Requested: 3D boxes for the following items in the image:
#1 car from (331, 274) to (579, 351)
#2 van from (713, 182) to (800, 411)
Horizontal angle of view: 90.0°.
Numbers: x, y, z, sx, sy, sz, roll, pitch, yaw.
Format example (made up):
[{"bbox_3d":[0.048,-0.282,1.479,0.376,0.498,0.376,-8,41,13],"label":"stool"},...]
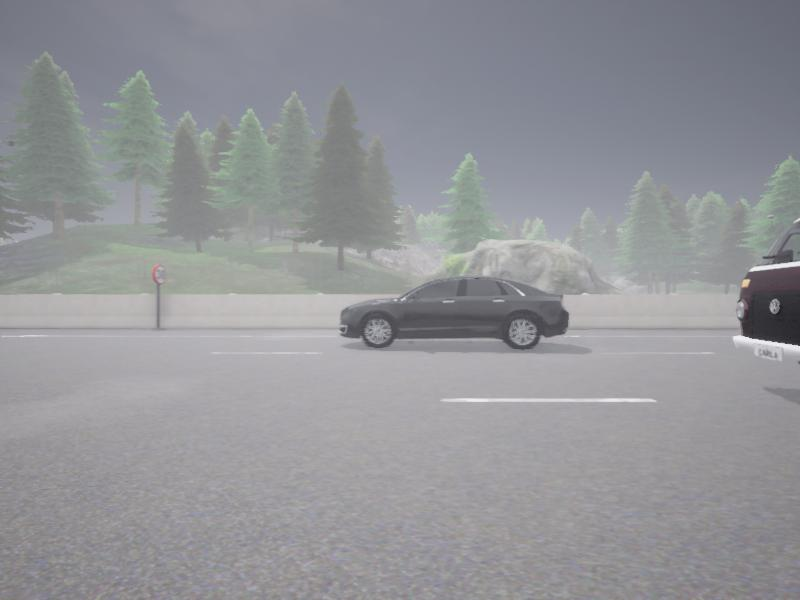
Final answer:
[{"bbox_3d":[1.104,0.244,8.850,4.892,1.490,1.837,0,0,5],"label":"car"},{"bbox_3d":[5.846,-0.027,3.468,4.480,2.038,2.069,0,0,13],"label":"van"}]
